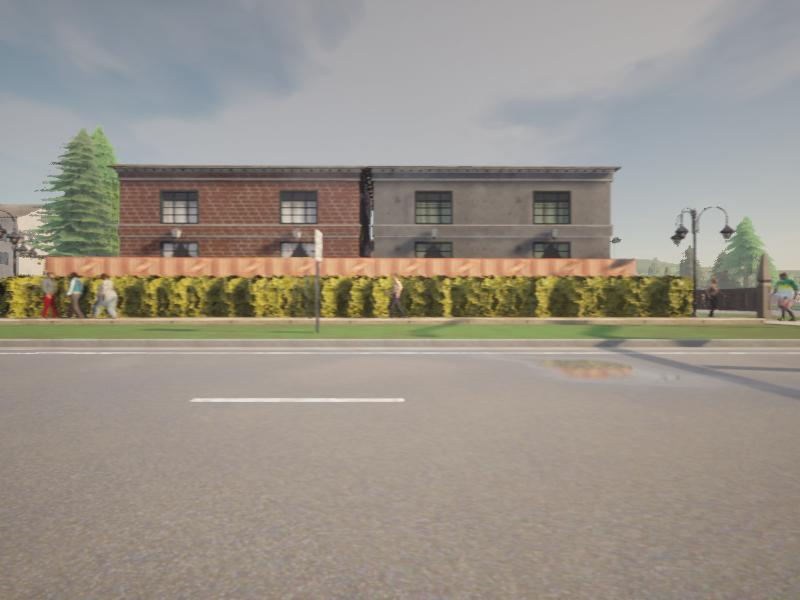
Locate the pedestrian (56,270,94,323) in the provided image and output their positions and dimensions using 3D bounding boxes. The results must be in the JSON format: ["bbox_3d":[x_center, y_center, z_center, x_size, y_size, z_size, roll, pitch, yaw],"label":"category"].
[{"bbox_3d":[-11.751,-0.116,14.489,0.751,1.860,0.751,0,0,-2],"label":"pedestrian"}]

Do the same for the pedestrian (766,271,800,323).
[{"bbox_3d":[14.199,-0.113,14.739,0.751,1.860,0.751,0,0,1],"label":"pedestrian"}]

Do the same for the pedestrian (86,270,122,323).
[{"bbox_3d":[-10.731,-0.116,14.514,0.751,1.860,0.751,0,0,-2],"label":"pedestrian"}]

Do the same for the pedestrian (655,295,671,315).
[{"bbox_3d":[14.104,0.267,21.471,0.500,1.100,0.500,0,0,0],"label":"pedestrian"}]

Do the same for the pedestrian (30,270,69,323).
[{"bbox_3d":[-12.670,-0.117,14.474,0.751,1.860,0.751,0,0,2],"label":"pedestrian"}]

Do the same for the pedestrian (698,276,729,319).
[{"bbox_3d":[13.848,-0.113,17.689,0.751,1.860,0.751,0,0,-10],"label":"pedestrian"}]

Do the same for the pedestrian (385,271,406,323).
[{"bbox_3d":[-0.170,-0.115,14.664,0.751,1.860,0.751,0,0,0],"label":"pedestrian"}]
